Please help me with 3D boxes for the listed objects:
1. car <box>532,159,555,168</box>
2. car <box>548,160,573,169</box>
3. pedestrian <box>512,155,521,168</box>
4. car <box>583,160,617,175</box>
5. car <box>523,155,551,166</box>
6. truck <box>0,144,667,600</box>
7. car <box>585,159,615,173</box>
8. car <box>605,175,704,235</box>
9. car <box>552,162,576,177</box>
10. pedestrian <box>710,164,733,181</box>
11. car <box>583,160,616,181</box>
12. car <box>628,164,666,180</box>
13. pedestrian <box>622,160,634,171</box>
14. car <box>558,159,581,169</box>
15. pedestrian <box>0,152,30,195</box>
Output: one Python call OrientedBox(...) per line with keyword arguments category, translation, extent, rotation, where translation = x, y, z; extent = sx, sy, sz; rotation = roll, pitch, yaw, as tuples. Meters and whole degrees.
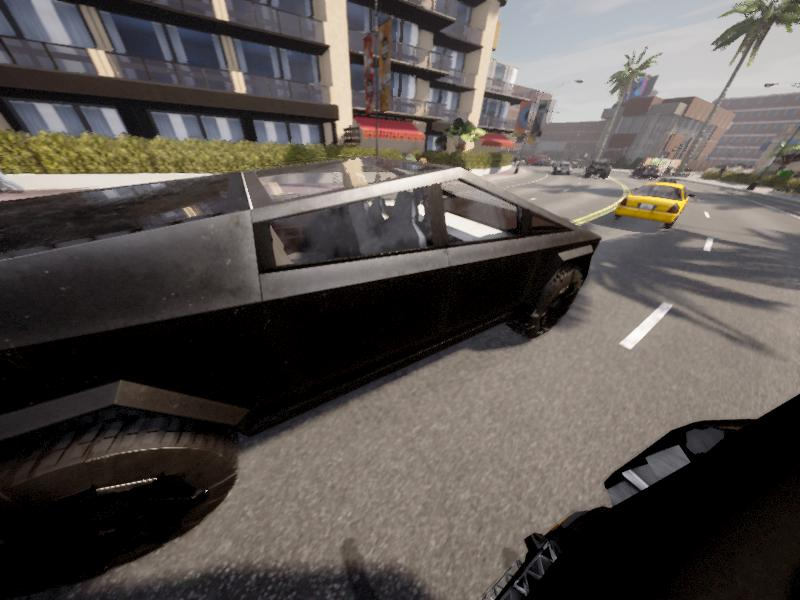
OrientedBox(category="car", translation=(29.704, -28.420, 48.035), extent=(1.994, 1.385, 4.181), rotation=(0, 33, -4))
OrientedBox(category="car", translation=(33.040, -27.982, 47.607), extent=(1.994, 1.385, 4.181), rotation=(0, 33, -4))
OrientedBox(category="pedestrian", translation=(19.938, -23.827, 39.598), extent=(0.751, 1.860, 0.751), rotation=(10, 34, 10))
OrientedBox(category="car", translation=(31.792, -21.213, 36.957), extent=(2.242, 1.667, 4.611), rotation=(10, 34, 12))
OrientedBox(category="car", translation=(32.062, -32.854, 54.332), extent=(2.150, 2.045, 5.566), rotation=(-6, 34, -13))
OrientedBox(category="truck", translation=(-0.409, -0.333, 2.561), extent=(6.274, 2.098, 2.390), rotation=(-16, 38, -26))
OrientedBox(category="car", translation=(36.365, -24.575, 42.189), extent=(1.905, 1.878, 3.866), rotation=(5, 34, 3))
OrientedBox(category="car", translation=(10.915, -4.259, 9.798), extent=(5.366, 1.575, 1.801), rotation=(-23, 41, -34))
OrientedBox(category="car", translation=(21.162, -16.992, 29.966), extent=(1.970, 1.475, 3.806), rotation=(17, 36, 21))
OrientedBox(category="pedestrian", translation=(42.757, -16.925, 30.717), extent=(0.751, 1.860, 0.751), rotation=(16, 36, 19))
OrientedBox(category="car", translation=(23.735, -15.626, 27.694), extent=(1.905, 1.878, 3.866), rotation=(18, 37, 22))
OrientedBox(category="car", translation=(33.258, -17.342, 31.233), extent=(1.851, 1.617, 3.988), rotation=(15, 35, 18))
OrientedBox(category="pedestrian", translation=(45.134, -26.692, 45.730), extent=(0.751, 1.860, 0.751), rotation=(1, 33, -3))
OrientedBox(category="car", translation=(36.572, -29.478, 49.947), extent=(1.789, 1.549, 3.705), rotation=(-2, 34, -7))
OrientedBox(category="pedestrian", translation=(-14.898, -4.850, 8.300), extent=(0.751, 1.860, 0.751), rotation=(-16, 38, -26))
